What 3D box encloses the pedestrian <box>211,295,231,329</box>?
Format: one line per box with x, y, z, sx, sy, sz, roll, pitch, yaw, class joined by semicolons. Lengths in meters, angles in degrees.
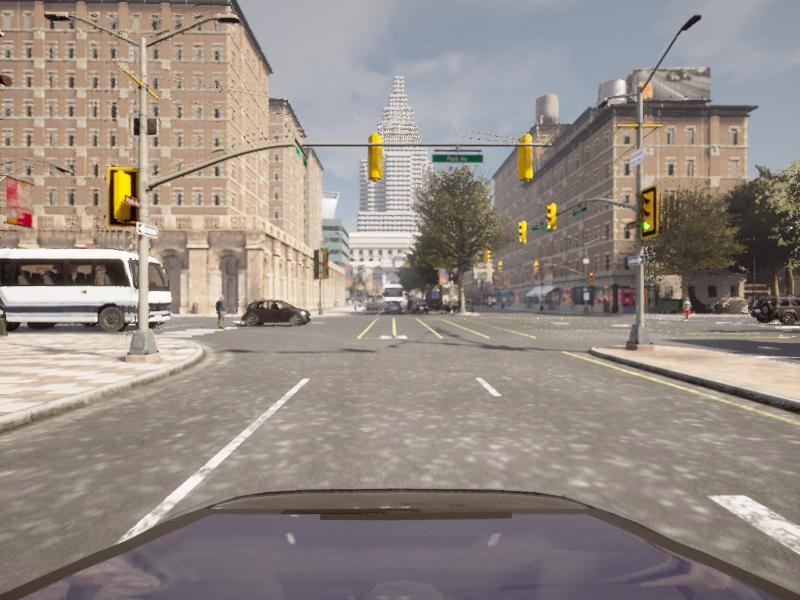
-9.936;0.664;22.236;0.751;1.860;0.751;0;0;35;pedestrian

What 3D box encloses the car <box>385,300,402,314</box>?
-0.817;0.837;51.074;2.033;1.649;4.856;0;0;-1;car

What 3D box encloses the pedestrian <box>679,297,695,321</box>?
22.509;0.673;31.341;0.751;1.860;0.751;0;0;6;pedestrian

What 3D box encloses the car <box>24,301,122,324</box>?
-22.893;0.836;28.121;5.366;1.575;1.801;0;0;-1;car

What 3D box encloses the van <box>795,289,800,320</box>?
36.376;0.359;32.900;5.915;2.561;1.988;0;0;-2;van

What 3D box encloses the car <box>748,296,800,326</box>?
25.587;0.682;25.801;4.605;1.855;1.932;0;0;1;car

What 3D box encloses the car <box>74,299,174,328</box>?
-16.952;0.788;24.792;4.611;1.667;2.242;0;0;-2;car

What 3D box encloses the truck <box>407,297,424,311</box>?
2.453;0.618;65.949;2.390;2.098;6.274;0;0;-1;truck

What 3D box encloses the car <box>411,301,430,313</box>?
2.668;0.897;52.294;2.128;1.511;4.902;0;0;-1;car

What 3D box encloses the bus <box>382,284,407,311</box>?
-0.958;-0.455;68.581;3.944;4.253;10.273;0;0;-1;bus

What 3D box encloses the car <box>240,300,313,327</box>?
-7.635;0.818;24.987;3.988;1.617;1.851;0;0;-2;car

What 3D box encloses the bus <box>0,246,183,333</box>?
-17.791;-0.507;21.356;10.273;4.253;3.944;0;0;-1;bus
